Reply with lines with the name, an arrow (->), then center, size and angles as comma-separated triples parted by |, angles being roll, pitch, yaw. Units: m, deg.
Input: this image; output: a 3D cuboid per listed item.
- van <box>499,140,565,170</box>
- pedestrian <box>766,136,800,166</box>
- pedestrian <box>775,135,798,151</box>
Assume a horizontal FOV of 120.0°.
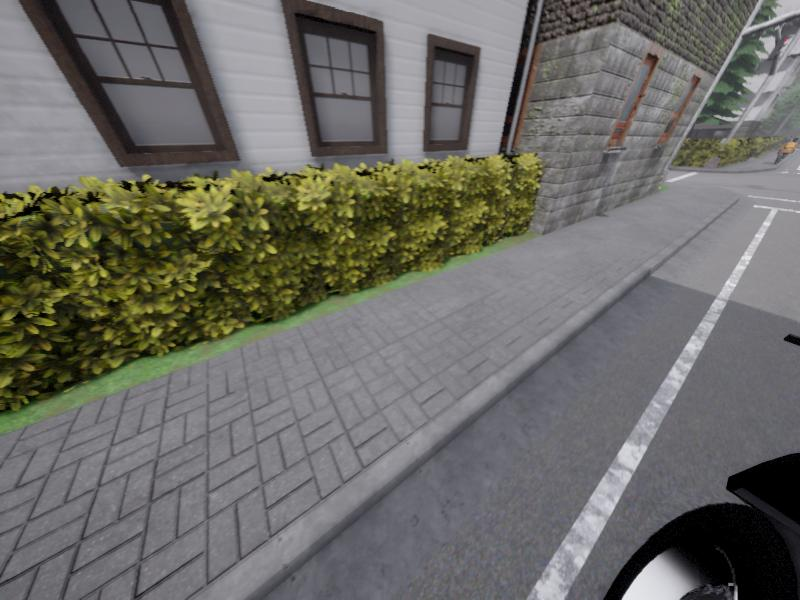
van -> 11.976, -13.483, 21.313 | 2.069, 2.038, 4.480 | -22, 41, -27
pedestrian -> 29.839, -11.501, 17.857 | 0.751, 1.860, 0.751 | 29, 45, 35
pedestrian -> 53.833, -21.851, 32.191 | 0.751, 1.860, 0.751 | -19, 40, -25
